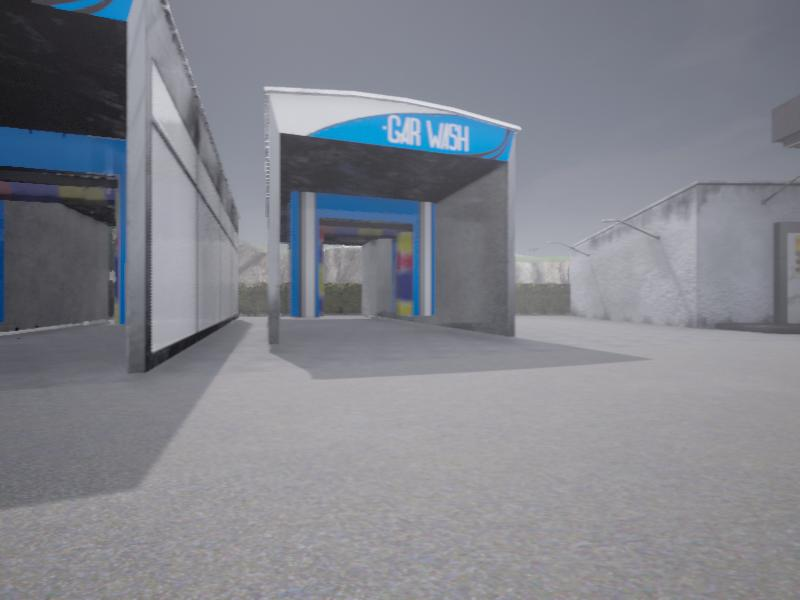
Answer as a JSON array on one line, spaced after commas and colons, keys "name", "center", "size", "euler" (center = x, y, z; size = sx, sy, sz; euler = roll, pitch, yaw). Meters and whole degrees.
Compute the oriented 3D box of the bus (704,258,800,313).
[{"name": "bus", "center": [31.553, -1.115, 32.772], "size": [10.273, 4.253, 3.944], "euler": [0, 0, 0]}]
